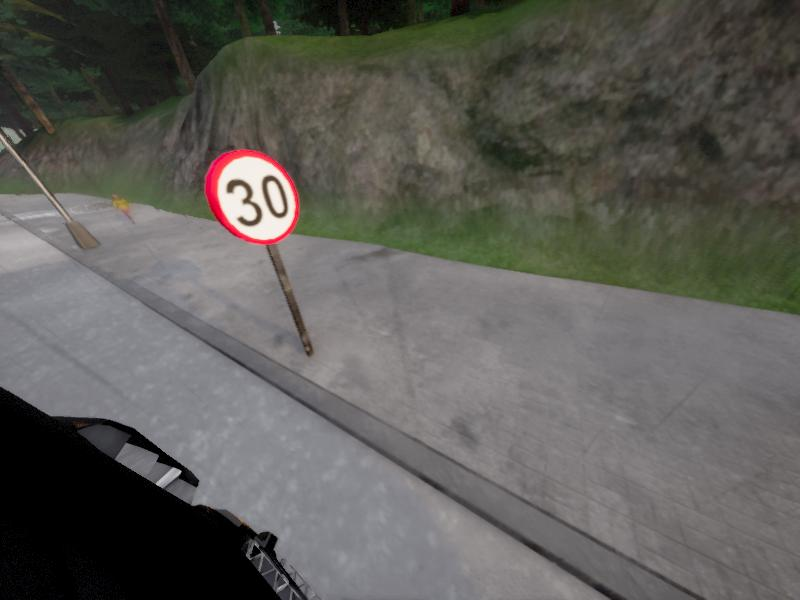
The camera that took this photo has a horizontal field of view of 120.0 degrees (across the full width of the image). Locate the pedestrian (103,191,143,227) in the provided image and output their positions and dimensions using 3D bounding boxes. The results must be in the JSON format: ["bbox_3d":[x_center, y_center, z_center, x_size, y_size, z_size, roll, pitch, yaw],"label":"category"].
[{"bbox_3d":[-10.216,-3.379,8.567,0.500,1.100,0.500,-29,42,-34],"label":"pedestrian"}]
